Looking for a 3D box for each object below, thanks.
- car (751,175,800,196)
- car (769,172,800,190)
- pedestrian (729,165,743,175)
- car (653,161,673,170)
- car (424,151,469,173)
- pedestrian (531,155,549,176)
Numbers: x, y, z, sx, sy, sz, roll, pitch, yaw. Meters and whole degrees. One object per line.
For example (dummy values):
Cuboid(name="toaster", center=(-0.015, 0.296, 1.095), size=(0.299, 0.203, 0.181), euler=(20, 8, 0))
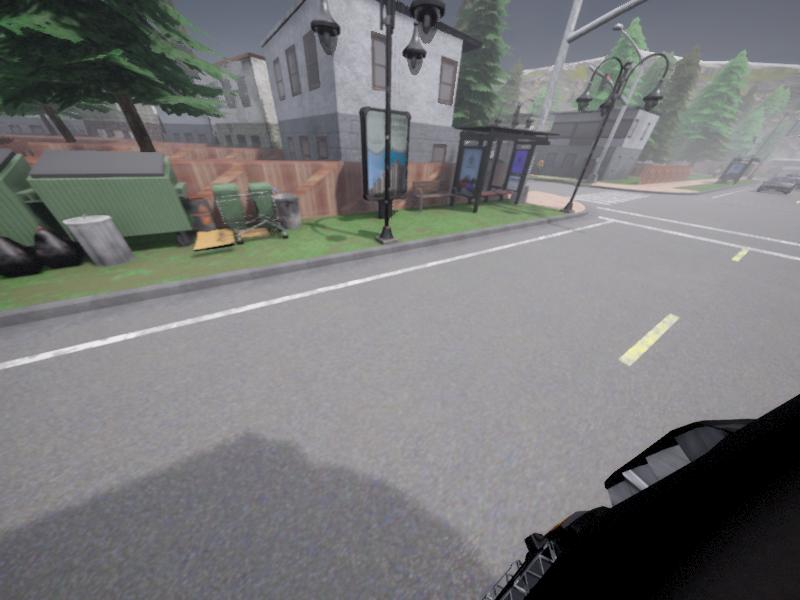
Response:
Cuboid(name="car", center=(35.900, -10.890, 21.864), size=(5.357, 1.411, 2.033), euler=(-17, 38, -27))
Cuboid(name="car", center=(47.907, -14.613, 28.193), size=(5.027, 1.651, 2.152), euler=(-17, 38, -27))
Cuboid(name="pedestrian", center=(71.915, -27.827, 49.406), size=(0.751, 1.860, 0.751), euler=(-8, 35, -15))
Cuboid(name="car", center=(68.038, -34.867, 59.772), size=(4.605, 1.855, 1.932), euler=(-18, 39, -28))
Cuboid(name="car", center=(5.217, -15.879, 26.560), size=(1.932, 1.855, 4.605), euler=(-27, 44, -37))
Cuboid(name="pedestrian", center=(14.792, -14.183, 24.444), size=(0.751, 1.860, 0.751), euler=(-16, 38, -26))
